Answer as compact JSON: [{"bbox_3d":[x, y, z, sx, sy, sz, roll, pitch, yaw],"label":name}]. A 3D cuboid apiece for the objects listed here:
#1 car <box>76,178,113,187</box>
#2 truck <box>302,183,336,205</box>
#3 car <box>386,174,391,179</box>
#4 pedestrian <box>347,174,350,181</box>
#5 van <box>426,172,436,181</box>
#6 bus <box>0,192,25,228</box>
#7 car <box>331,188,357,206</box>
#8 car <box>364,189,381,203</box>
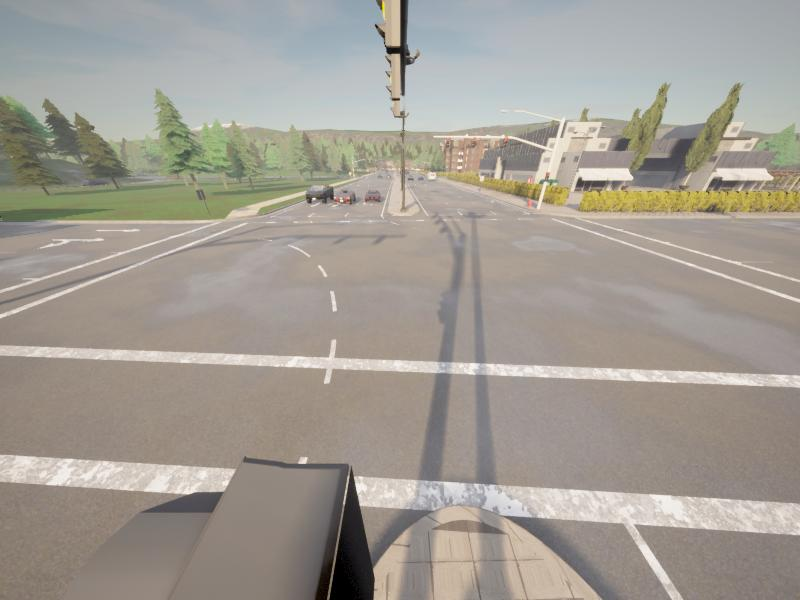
[{"bbox_3d":[-74.210,-28.632,56.276,2.152,1.651,5.027,1,30,1],"label":"car"},{"bbox_3d":[-10.710,-14.415,31.174,2.390,2.098,6.274,0,30,-1],"label":"truck"},{"bbox_3d":[-4.582,-49.655,92.665,2.033,1.649,4.856,-1,30,-1],"label":"car"},{"bbox_3d":[-16.673,-39.798,75.025,0.751,1.860,0.751,0,30,1],"label":"pedestrian"},{"bbox_3d":[10.659,-42.364,79.256,2.351,2.431,6.366,0,30,0],"label":"van"},{"bbox_3d":[-36.300,-7.139,16.418,10.273,4.253,3.944,0,30,0],"label":"bus"},{"bbox_3d":[-7.190,-13.642,30.312,2.152,1.651,5.027,0,30,-1],"label":"car"},{"bbox_3d":[-3.720,-14.464,31.989,1.994,1.385,4.181,0,30,-1],"label":"car"}]
